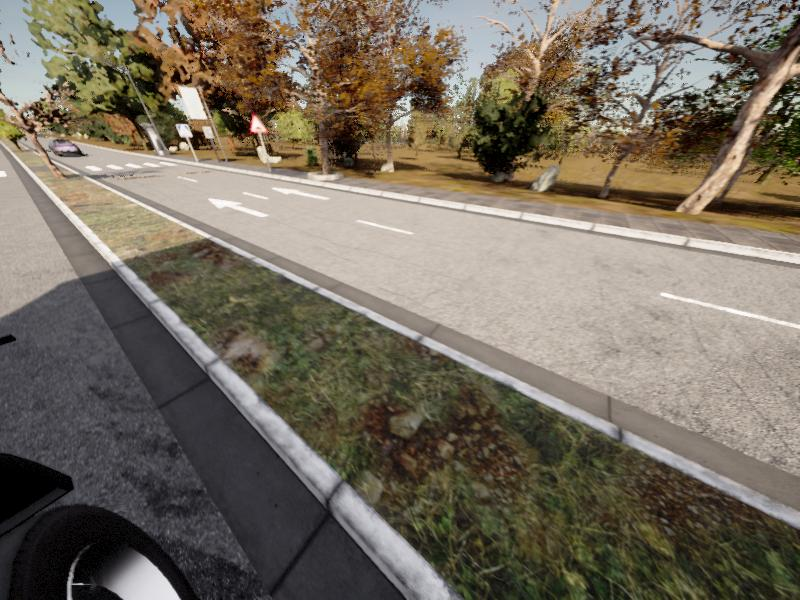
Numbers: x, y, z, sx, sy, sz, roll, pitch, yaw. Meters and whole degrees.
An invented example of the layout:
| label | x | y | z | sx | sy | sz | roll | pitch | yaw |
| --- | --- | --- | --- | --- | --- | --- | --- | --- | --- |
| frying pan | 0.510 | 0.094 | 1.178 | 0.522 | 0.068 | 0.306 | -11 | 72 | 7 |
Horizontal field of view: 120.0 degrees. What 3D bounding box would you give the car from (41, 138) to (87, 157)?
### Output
| label | x | y | z | sx | sy | sz | roll | pitch | yaw |
| --- | --- | --- | --- | --- | --- | --- | --- | --- | --- |
| car | -38.587 | -17.527 | 26.500 | 4.856 | 1.649 | 2.033 | 23 | 41 | 27 |
